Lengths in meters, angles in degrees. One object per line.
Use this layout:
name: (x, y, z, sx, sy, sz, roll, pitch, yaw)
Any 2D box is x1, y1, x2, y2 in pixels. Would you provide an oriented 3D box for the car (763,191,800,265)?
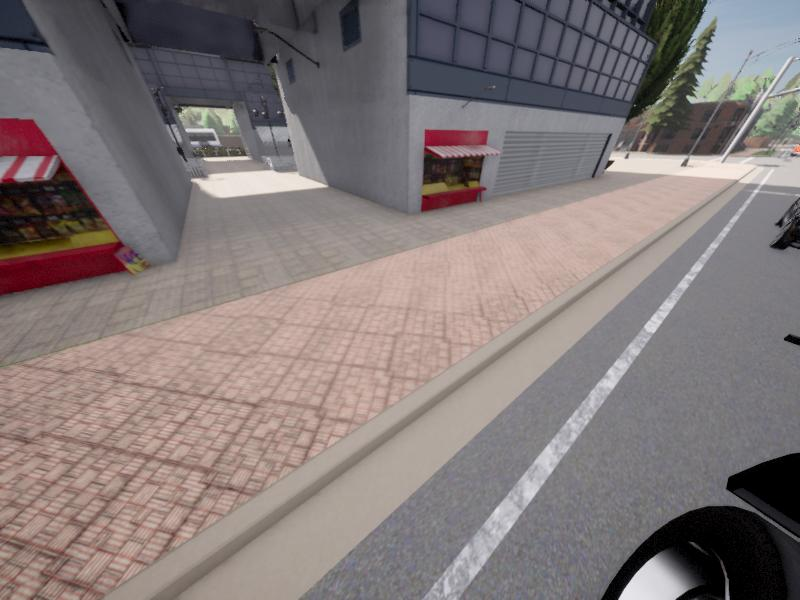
car: (11.158, -2.085, 5.513, 5.238, 1.638, 1.930, -22, 40, -28)

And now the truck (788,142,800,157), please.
truck: (59.225, -22.043, 33.186, 5.204, 2.467, 2.627, -22, 40, -28)

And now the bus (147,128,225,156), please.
bus: (-41.787, -31.344, 45.849, 10.273, 4.253, 3.944, -22, 40, -28)

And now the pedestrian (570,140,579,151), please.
pedestrian: (36.721, -32.458, 48.629, 0.751, 1.860, 0.751, 27, 43, 34)
